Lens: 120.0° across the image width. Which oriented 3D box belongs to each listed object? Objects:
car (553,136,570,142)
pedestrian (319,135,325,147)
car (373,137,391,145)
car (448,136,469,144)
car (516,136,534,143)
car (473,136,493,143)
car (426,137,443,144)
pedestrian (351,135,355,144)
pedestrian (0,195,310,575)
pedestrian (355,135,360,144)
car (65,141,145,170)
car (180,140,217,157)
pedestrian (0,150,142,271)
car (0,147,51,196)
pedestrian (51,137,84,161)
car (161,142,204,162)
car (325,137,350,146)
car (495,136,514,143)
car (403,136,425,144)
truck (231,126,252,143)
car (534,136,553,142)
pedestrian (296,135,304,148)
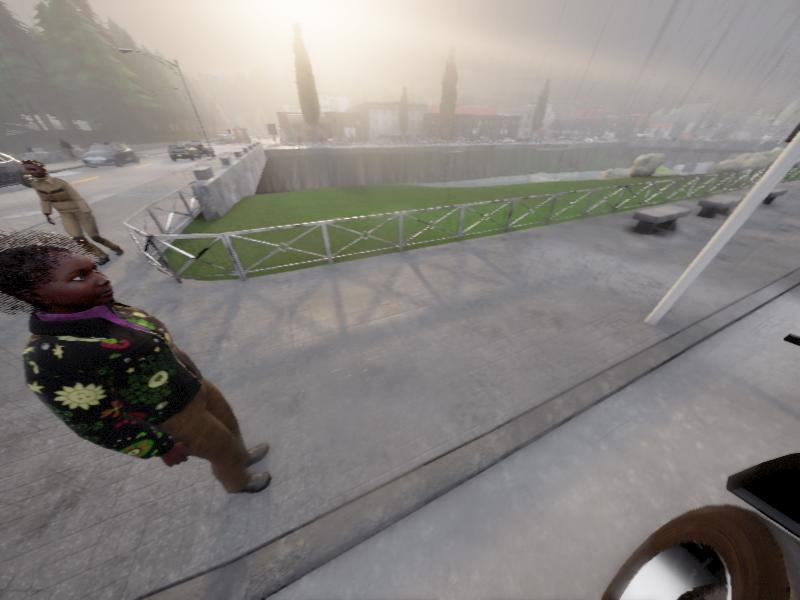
[{"bbox_3d":[53.439,-53.193,76.332,4.892,1.490,1.837,-14,38,-19],"label":"car"},{"bbox_3d":[-14.612,-29.742,43.246,0.751,1.860,0.751,-16,39,-21],"label":"pedestrian"},{"bbox_3d":[-4.322,-38.541,55.996,3.806,1.475,1.970,-14,38,-19],"label":"car"},{"bbox_3d":[16.052,-43.772,63.124,5.238,1.638,1.930,-14,38,-19],"label":"car"},{"bbox_3d":[38.367,-49.386,71.014,5.008,1.535,1.882,-14,38,-19],"label":"car"},{"bbox_3d":[23.620,-45.693,65.788,4.856,1.649,2.033,-14,38,-19],"label":"car"},{"bbox_3d":[9.170,-41.961,60.748,3.806,1.475,1.970,-14,38,-19],"label":"car"},{"bbox_3d":[-11.304,-38.544,55.445,0.751,1.860,0.751,-5,36,-7],"label":"pedestrian"},{"bbox_3d":[-1.139,0.559,1.216,0.751,1.860,0.751,-17,39,-22],"label":"pedestrian"},{"bbox_3d":[-10.256,-38.490,55.442,0.751,1.860,0.751,23,42,29],"label":"pedestrian"},{"bbox_3d":[-23.879,-12.007,19.060,2.033,1.649,4.856,-14,39,-19],"label":"car"},{"bbox_3d":[-24.435,-18.590,28.273,2.038,1.542,4.974,-14,38,-19],"label":"car"},{"bbox_3d":[-5.942,-1.583,4.196,0.751,1.860,0.751,-14,38,-19],"label":"pedestrian"},{"bbox_3d":[-19.008,-5.433,9.918,2.242,1.667,4.611,-14,38,-19],"label":"car"},{"bbox_3d":[-31.010,-14.139,21.595,0.751,1.860,0.751,-11,37,-15],"label":"pedestrian"},{"bbox_3d":[-21.813,-15.023,23.378,1.816,1.474,4.193,-14,38,-19],"label":"car"},{"bbox_3d":[-14.227,-36.091,52.464,5.027,1.651,2.152,-14,38,-19],"label":"car"},{"bbox_3d":[30.931,-47.524,68.379,4.974,1.542,2.038,-14,38,-19],"label":"car"},{"bbox_3d":[3.515,-40.595,58.709,5.238,1.638,1.930,-14,38,-19],"label":"car"},{"bbox_3d":[-44.495,-46.622,65.151,2.891,3.827,8.468,-14,38,-19],"label":"truck"},{"bbox_3d":[45.800,-51.312,73.602,5.238,1.638,1.930,-14,38,-19],"label":"car"},{"bbox_3d":[-17.284,-27.387,39.979,0.751,1.860,0.751,-14,38,-19],"label":"pedestrian"}]
